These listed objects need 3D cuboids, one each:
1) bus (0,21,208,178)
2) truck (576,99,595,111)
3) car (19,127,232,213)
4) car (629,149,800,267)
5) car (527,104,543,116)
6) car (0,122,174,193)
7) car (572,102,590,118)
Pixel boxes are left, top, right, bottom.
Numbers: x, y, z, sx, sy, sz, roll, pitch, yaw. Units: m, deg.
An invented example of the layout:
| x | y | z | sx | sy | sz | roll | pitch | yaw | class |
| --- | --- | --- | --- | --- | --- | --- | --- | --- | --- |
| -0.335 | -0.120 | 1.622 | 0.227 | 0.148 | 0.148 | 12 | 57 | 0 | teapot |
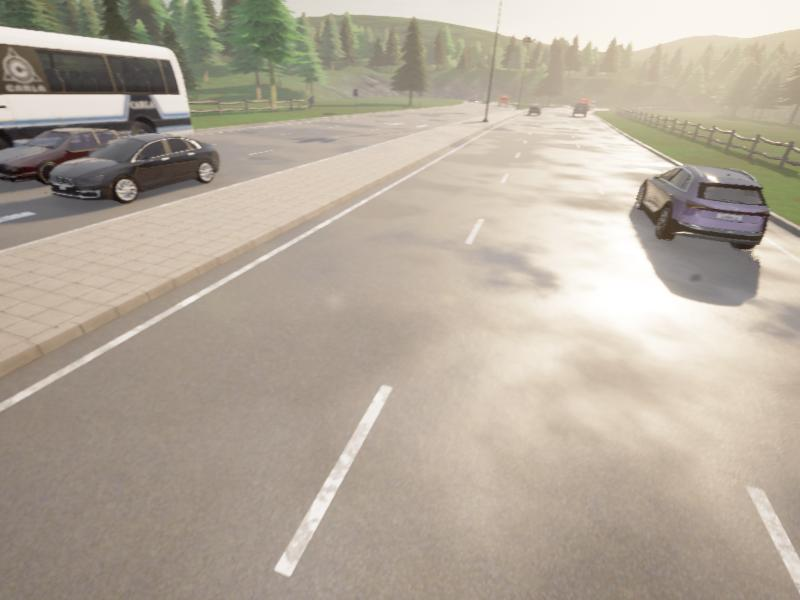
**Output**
| x | y | z | sx | sy | sz | roll | pitch | yaw | class |
| --- | --- | --- | --- | --- | --- | --- | --- | --- | --- |
| -13.036 | -7.694 | 15.216 | 3.944 | 4.253 | 10.273 | 11 | 29 | 15 | bus |
| 44.512 | -46.848 | 96.098 | 2.627 | 2.467 | 5.204 | 19 | 32 | 28 | truck |
| -7.465 | -4.014 | 11.717 | 1.837 | 1.490 | 4.892 | 11 | 29 | 15 | car |
| 7.711 | -2.669 | 10.394 | 2.033 | 1.649 | 4.856 | 11 | 29 | 16 | car |
| 21.953 | -30.820 | 64.892 | 1.837 | 1.490 | 4.892 | 12 | 29 | 17 | car |
| -10.563 | -4.912 | 13.241 | 2.033 | 1.411 | 5.357 | 11 | 29 | 15 | car |
| 30.574 | -32.216 | 67.721 | 2.150 | 2.045 | 5.566 | 12 | 29 | 17 | car |
